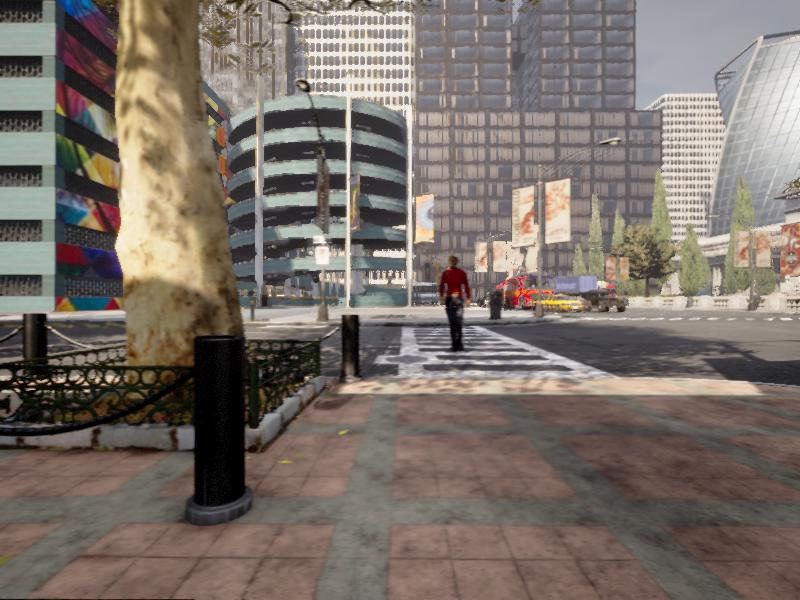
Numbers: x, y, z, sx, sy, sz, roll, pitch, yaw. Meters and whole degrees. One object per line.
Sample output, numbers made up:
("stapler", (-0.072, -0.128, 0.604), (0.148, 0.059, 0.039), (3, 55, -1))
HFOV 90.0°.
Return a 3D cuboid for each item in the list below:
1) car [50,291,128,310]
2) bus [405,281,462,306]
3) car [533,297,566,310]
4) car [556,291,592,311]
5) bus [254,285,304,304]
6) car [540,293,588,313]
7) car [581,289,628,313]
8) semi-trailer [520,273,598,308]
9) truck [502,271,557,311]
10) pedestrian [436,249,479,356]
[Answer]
("car", (-26.210, 0.061, 33.837), (4.902, 1.511, 2.128), (0, 0, 0))
("bus", (6.037, -1.122, 73.734), (10.273, 4.253, 3.944), (0, -1, 42))
("car", (16.874, 0.377, 45.430), (1.895, 1.301, 4.718), (0, 0, -2))
("car", (16.924, 0.080, 39.114), (1.905, 1.878, 3.866), (0, 0, 0))
("bus", (-26.792, -1.192, 89.115), (10.273, 4.253, 3.944), (0, 0, -9))
("car", (13.409, 0.228, 33.169), (1.801, 1.575, 5.366), (0, 0, 0))
("car", (16.899, 0.080, 33.230), (1.905, 1.878, 3.866), (0, 0, 0))
("semi-trailer", (22.104, -1.182, 57.339), (2.717, 4.402, 14.254), (1, 0, -13))
("truck", (13.464, -0.894, 42.433), (2.891, 3.827, 8.468), (0, 0, -1))
("pedestrian", (1.040, 0.038, 7.362), (0.751, 1.860, 0.751), (0, 0, 6))
